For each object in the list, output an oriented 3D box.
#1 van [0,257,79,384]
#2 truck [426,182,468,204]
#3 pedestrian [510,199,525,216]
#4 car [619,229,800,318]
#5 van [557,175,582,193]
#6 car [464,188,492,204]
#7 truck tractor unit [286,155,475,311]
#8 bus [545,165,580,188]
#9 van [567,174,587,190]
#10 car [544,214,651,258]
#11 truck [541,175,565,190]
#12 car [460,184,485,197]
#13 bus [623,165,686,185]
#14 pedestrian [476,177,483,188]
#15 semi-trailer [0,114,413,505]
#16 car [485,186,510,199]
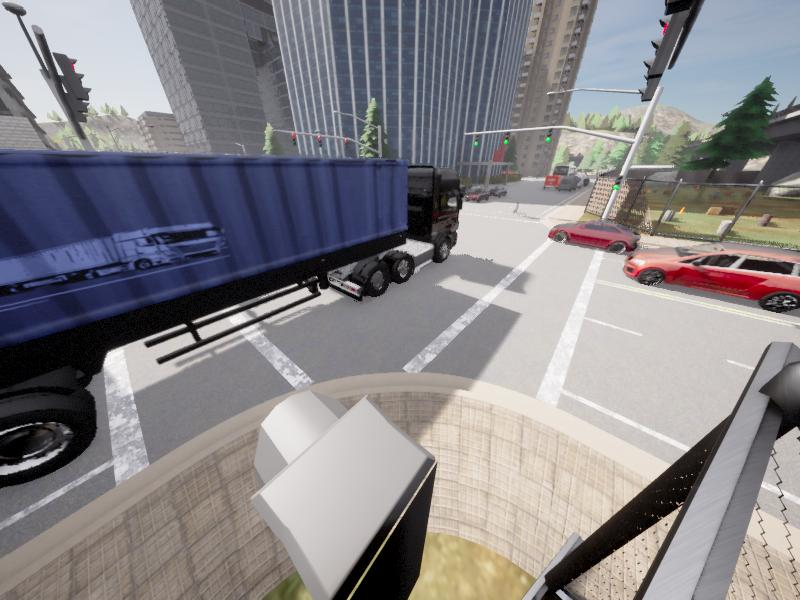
[{"bbox_3d":[-9.930,1.030,4.068,2.069,2.038,4.480,21,36,32],"label":"van"},{"bbox_3d":[6.327,-14.354,30.659,2.390,2.098,6.274,23,37,34],"label":"truck"},{"bbox_3d":[10.742,-8.451,21.184,0.751,1.300,0.751,25,38,36],"label":"pedestrian"},{"bbox_3d":[11.377,-1.202,8.413,4.611,1.667,2.242,22,37,34],"label":"car"},{"bbox_3d":[30.940,-21.257,42.174,1.988,2.561,5.915,25,39,37],"label":"van"},{"bbox_3d":[10.164,-13.647,30.058,1.816,1.474,4.193,23,37,34],"label":"car"},{"bbox_3d":[-0.160,-3.225,9.298,3.053,4.208,6.516,23,37,34],"label":"truck tractor unit"},{"bbox_3d":[36.990,-28.217,52.516,3.944,4.253,10.273,23,37,34],"label":"bus"},{"bbox_3d":[36.526,-24.377,47.580,1.988,2.561,5.915,23,37,34],"label":"van"},{"bbox_3d":[11.104,-3.847,13.284,1.994,1.385,4.181,-25,38,-36],"label":"car"},{"bbox_3d":[30.920,-23.734,46.528,2.627,2.467,5.204,23,37,34],"label":"truck"},{"bbox_3d":[11.378,-17.082,36.037,1.812,1.442,4.674,23,37,34],"label":"car"},{"bbox_3d":[68.169,-33.906,62.472,10.273,4.253,3.944,23,37,34],"label":"bus"},{"bbox_3d":[16.268,-23.961,47.183,0.751,1.860,0.751,23,37,34],"label":"pedestrian"},{"bbox_3d":[-5.233,-0.289,3.985,2.717,4.402,14.254,23,37,34],"label":"semi-trailer"},{"bbox_3d":[14.654,-16.286,34.735,1.994,1.385,4.181,22,37,33],"label":"car"}]
